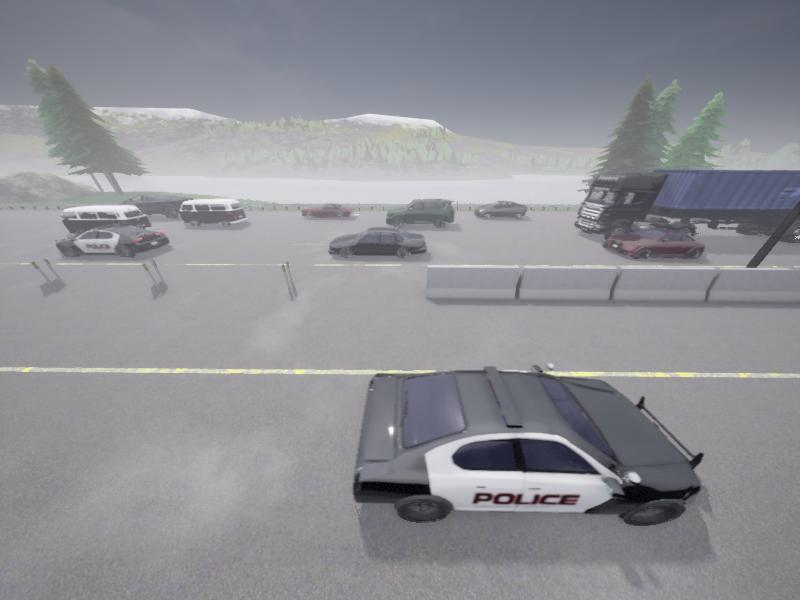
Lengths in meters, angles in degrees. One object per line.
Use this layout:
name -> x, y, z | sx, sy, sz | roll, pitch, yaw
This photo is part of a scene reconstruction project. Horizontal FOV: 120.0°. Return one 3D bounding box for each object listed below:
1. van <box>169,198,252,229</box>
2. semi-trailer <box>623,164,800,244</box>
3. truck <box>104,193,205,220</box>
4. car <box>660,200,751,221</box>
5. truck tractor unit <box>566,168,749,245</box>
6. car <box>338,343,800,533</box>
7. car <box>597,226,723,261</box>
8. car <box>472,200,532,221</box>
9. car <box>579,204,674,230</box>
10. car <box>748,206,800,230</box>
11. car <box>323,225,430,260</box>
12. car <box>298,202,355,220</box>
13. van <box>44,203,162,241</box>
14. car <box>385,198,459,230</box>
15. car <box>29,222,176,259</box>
van -> -15.198, -7.088, 18.841 | 4.480, 2.038, 2.069 | 0, 30, 1
semi-trailer -> 23.692, -6.152, 14.842 | 14.254, 4.402, 2.717 | 0, 30, 1
truck -> -22.992, -8.904, 21.929 | 6.274, 2.098, 2.390 | 0, 30, 1
car -> 28.297, -8.412, 21.598 | 5.366, 1.575, 1.801 | 0, 30, 0
truck tractor unit -> 15.779, -6.123, 14.982 | 6.516, 4.208, 3.053 | 1, 30, 0
car -> 1.845, 1.972, 3.657 | 4.974, 1.542, 2.038 | 0, 30, 0
car -> 13.929, -3.144, 12.682 | 4.181, 1.385, 1.994 | 0, 30, 1
car -> 9.477, -8.485, 21.777 | 4.514, 1.525, 2.007 | 0, 30, 0
car -> 18.032, -6.732, 18.645 | 5.027, 1.651, 2.152 | 0, 30, 0
car -> 32.269, -6.626, 18.544 | 5.008, 1.535, 1.882 | 0, 30, 0
car -> -1.169, -3.236, 12.816 | 5.357, 1.411, 2.033 | 0, 30, 1
car -> -6.847, -8.471, 21.983 | 4.718, 1.301, 1.895 | 0, 30, 1
van -> -20.113, -5.401, 15.928 | 4.480, 2.038, 2.069 | 0, 30, 0
car -> 1.659, -7.007, 18.685 | 5.566, 2.045, 2.150 | 0, 30, 1
car -> -16.229, -3.373, 12.916 | 4.974, 1.542, 2.038 | 0, 30, 1
